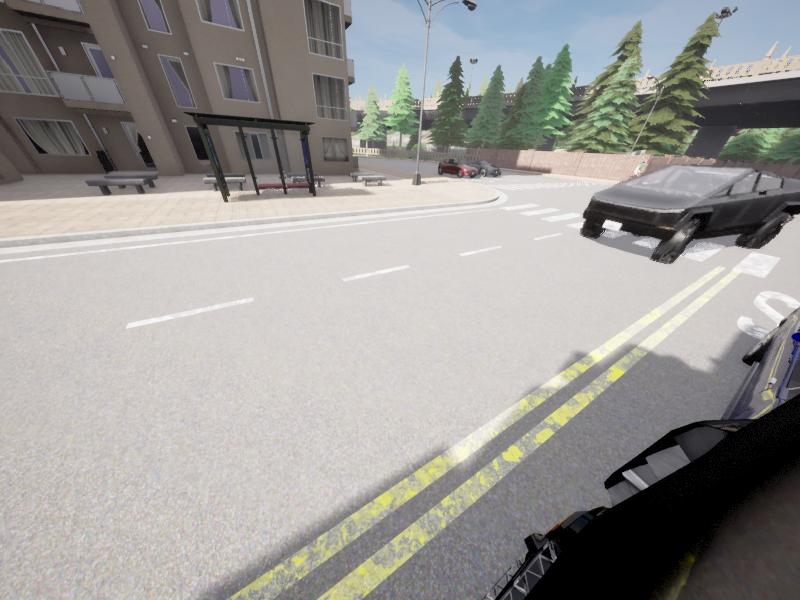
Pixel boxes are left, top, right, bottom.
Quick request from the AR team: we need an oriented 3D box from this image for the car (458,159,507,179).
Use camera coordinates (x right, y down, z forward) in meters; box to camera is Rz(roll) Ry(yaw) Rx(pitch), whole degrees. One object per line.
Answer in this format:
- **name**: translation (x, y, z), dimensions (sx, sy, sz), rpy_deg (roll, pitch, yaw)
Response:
- **car**: translation (8.124, -13.265, 23.223), dimensions (1.994, 1.385, 4.181), rpy_deg (-17, 38, -27)

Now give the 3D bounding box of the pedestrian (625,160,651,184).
- **pedestrian**: translation (22.025, -11.844, 21.395), dimensions (0.751, 1.860, 0.751), rpy_deg (12, 35, 14)

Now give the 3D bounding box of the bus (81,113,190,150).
- **bus**: translation (-42.349, -27.359, 37.916), dimensions (10.273, 4.253, 3.944), rpy_deg (-16, 38, -24)

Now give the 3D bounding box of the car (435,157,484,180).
- **car**: translation (5.322, -12.246, 21.375), dimensions (1.816, 1.474, 4.193), rpy_deg (-16, 38, -26)

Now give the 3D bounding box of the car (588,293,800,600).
- **car**: translation (3.722, 1.079, 1.441), dimensions (4.718, 1.301, 1.895), rpy_deg (-16, 38, -26)

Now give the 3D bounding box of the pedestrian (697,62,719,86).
- **pedestrian**: translation (37.104, -27.150, 27.824), dimensions (0.751, 1.860, 0.751), rpy_deg (-19, 39, -29)

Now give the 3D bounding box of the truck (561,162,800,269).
- **truck**: translation (8.596, -2.728, 6.789), dimensions (6.274, 2.098, 2.390), rpy_deg (-9, 35, -16)
